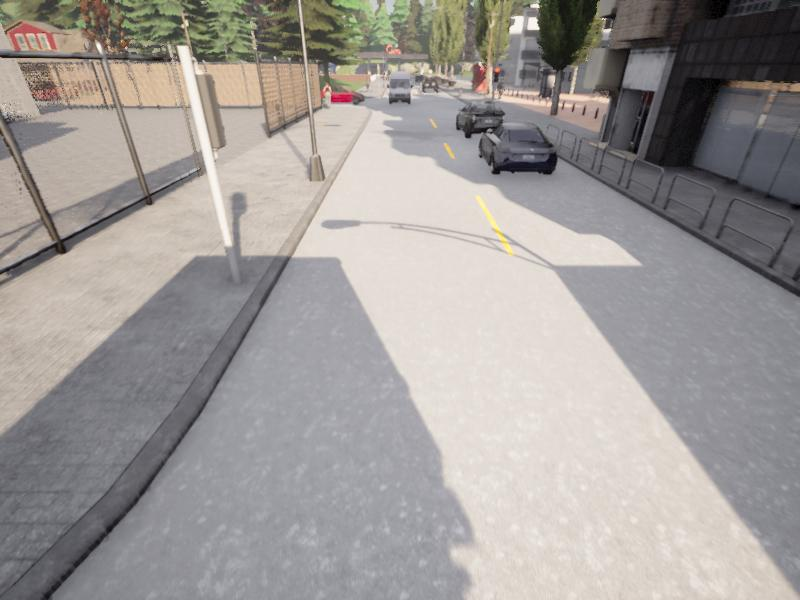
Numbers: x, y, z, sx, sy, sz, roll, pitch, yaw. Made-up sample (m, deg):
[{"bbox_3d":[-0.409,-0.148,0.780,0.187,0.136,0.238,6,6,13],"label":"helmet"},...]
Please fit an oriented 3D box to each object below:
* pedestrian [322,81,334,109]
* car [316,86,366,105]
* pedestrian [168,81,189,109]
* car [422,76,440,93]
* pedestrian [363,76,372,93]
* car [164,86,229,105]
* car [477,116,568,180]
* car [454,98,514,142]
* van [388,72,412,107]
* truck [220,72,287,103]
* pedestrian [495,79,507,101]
[{"bbox_3d":[-5.577,-15.841,30.925,0.751,1.860,0.751,-4,31,-7],"label":"pedestrian"},{"bbox_3d":[-5.244,-18.328,35.824,4.193,1.474,1.816,-1,30,-2],"label":"car"},{"bbox_3d":[-17.191,-15.943,31.098,0.751,1.860,0.751,0,30,0],"label":"pedestrian"},{"bbox_3d":[4.001,-28.502,52.794,1.932,1.855,4.605,0,30,0],"label":"car"},{"bbox_3d":[-3.933,-26.146,48.541,0.751,1.860,0.751,-15,34,-24],"label":"pedestrian"},{"bbox_3d":[-18.119,-18.270,35.755,4.674,1.442,1.812,0,30,0],"label":"car"},{"bbox_3d":[3.973,-5.356,13.781,1.994,1.385,4.181,1,30,2],"label":"car"},{"bbox_3d":[4.020,-9.129,20.067,2.007,1.525,4.514,0,30,0],"label":"car"},{"bbox_3d":[-0.007,-19.203,36.267,1.988,2.561,5.915,0,30,0],"label":"van"},{"bbox_3d":[-14.094,-20.696,38.900,5.204,2.467,2.627,1,30,0],"label":"truck"},{"bbox_3d":[9.497,-19.777,37.664,0.751,1.860,0.751,-2,30,-3],"label":"pedestrian"}]
